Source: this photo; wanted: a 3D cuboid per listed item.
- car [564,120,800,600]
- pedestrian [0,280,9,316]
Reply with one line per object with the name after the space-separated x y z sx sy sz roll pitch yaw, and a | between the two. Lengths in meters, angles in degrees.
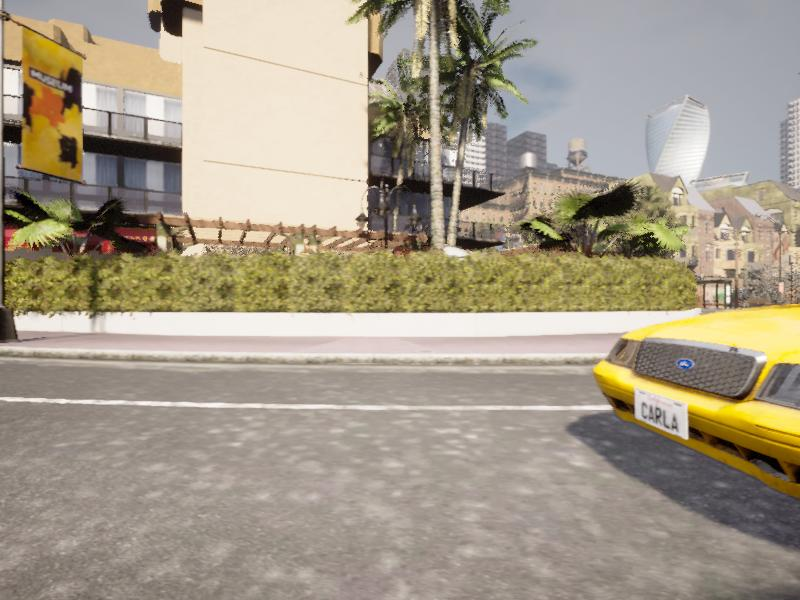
3.913 0.206 2.176 5.366 1.575 1.801 0 0 -5 | car
-20.846 -0.095 20.736 0.751 1.860 0.751 0 0 42 | pedestrian
